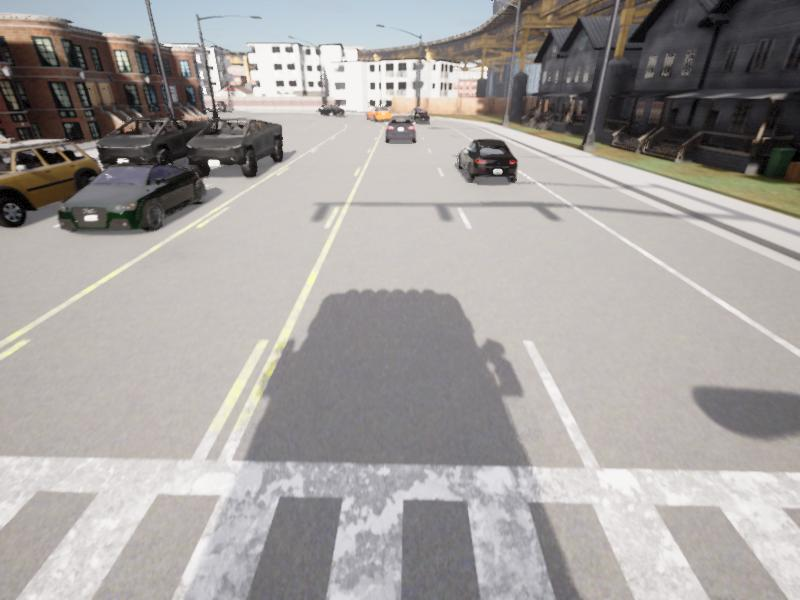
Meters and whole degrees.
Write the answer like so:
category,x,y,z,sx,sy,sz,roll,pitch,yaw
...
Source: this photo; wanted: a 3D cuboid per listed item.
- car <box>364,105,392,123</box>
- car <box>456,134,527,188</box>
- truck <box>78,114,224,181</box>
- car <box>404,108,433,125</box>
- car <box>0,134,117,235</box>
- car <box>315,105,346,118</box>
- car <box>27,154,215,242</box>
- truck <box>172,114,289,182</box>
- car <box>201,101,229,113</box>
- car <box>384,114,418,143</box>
category,x,y,z,sx,sy,sz,roll,pitch,yaw
car,-2.705,-22.967,49.248,2.097,1.767,4.553,-10,29,-18
car,3.539,-5.830,16.391,1.812,1.442,4.674,0,27,0
truck,-10.478,-6.966,17.780,2.390,2.098,6.274,0,27,0
car,2.054,-21.438,46.621,2.128,1.511,4.902,-6,28,-12
car,-10.485,-3.349,10.994,1.932,1.855,4.605,0,27,0
car,-10.311,-27.979,59.209,5.008,1.535,1.882,24,35,38
car,-6.985,-2.917,10.738,1.994,1.385,4.181,0,27,0
truck,-6.978,-6.873,17.625,2.390,2.098,6.274,0,27,0
car,-32.380,-33.870,70.129,3.866,1.878,1.905,1,27,2
car,0.059,-12.615,29.296,2.242,1.667,4.611,0,27,0
